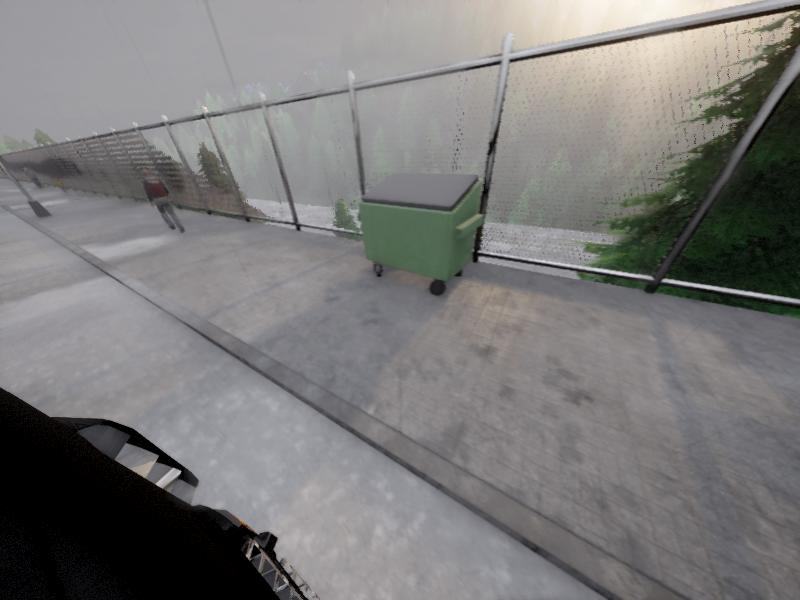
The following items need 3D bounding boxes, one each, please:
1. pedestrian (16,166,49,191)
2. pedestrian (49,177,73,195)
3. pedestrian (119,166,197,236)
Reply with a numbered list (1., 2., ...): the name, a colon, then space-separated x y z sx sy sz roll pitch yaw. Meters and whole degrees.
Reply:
1. pedestrian: -32.593 -10.811 20.518 0.751 1.860 0.751 18 39 28
2. pedestrian: -25.139 -8.448 17.149 0.500 1.100 0.500 18 38 27
3. pedestrian: -7.367 -3.040 7.125 0.751 1.860 0.751 16 38 26
